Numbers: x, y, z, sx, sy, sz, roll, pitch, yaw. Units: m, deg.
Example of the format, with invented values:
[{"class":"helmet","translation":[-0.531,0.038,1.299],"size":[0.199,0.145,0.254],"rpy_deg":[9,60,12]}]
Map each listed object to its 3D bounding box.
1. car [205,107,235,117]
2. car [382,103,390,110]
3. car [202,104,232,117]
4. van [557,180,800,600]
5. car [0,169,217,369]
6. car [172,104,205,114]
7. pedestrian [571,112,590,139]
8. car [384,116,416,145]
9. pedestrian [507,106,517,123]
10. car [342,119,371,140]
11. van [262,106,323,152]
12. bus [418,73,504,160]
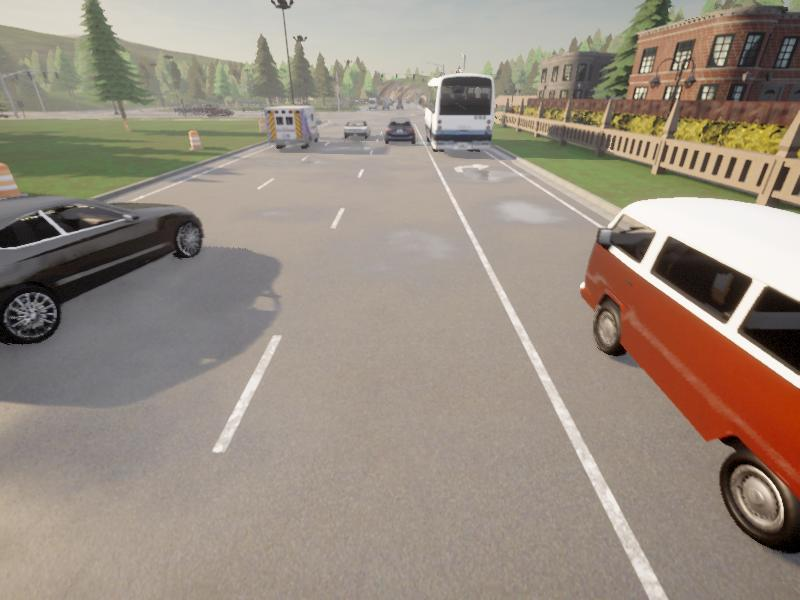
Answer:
[{"class":"car","translation":[-30.842,-32.307,68.656],"size":[4.181,1.385,1.994],"rpy_deg":[0,27,0]},{"class":"car","translation":[-3.487,-48.895,101.082],"size":[1.845,1.501,3.633],"rpy_deg":[0,27,0]},{"class":"car","translation":[-29.862,-30.947,65.408],"size":[3.866,1.878,1.905],"rpy_deg":[0,27,0]},{"class":"van","translation":[3.506,0.318,3.843],"size":[2.069,2.038,4.480],"rpy_deg":[0,27,0]},{"class":"car","translation":[-5.699,-0.915,6.715],"size":[2.152,1.651,5.027],"rpy_deg":[5,27,9]},{"class":"car","translation":[-41.776,-37.699,78.946],"size":[5.238,1.638,1.930],"rpy_deg":[0,27,1]},{"class":"pedestrian","translation":[13.455,-13.050,29.913],"size":[0.751,1.860,0.751],"rpy_deg":[0,27,0]},{"class":"car","translation":[0.007,-12.742,29.904],"size":[2.242,1.667,4.611],"rpy_deg":[0,27,0]},{"class":"pedestrian","translation":[13.587,-22.494,48.467],"size":[0.751,1.860,0.751],"rpy_deg":[-1,27,-2]},{"class":"car","translation":[-3.491,-14.165,33.108],"size":[1.895,1.301,4.718],"rpy_deg":[0,27,0]},{"class":"van","translation":[-6.990,-11.697,27.011],"size":[2.351,2.431,6.366],"rpy_deg":[0,27,0]},{"class":"bus","translation":[3.387,-12.229,26.080],"size":[3.944,4.253,10.273],"rpy_deg":[0,29,0]}]
